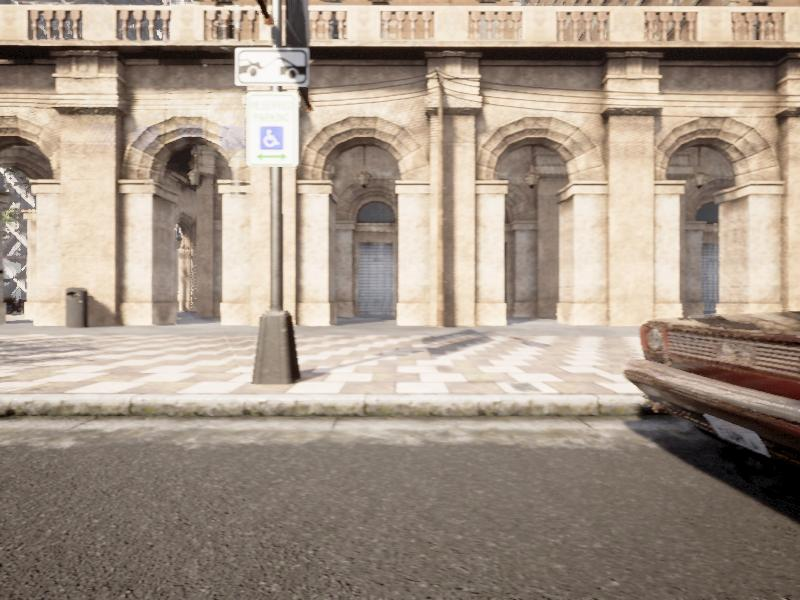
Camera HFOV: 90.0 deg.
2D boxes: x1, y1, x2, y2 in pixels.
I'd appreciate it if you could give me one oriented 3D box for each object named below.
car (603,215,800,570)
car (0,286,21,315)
[{"bbox_3d":[3.827,0.342,1.949,4.718,1.301,1.895,0,0,0],"label":"car"},{"bbox_3d":[-26.232,0.034,24.373,1.932,1.855,4.605,0,0,0],"label":"car"}]
